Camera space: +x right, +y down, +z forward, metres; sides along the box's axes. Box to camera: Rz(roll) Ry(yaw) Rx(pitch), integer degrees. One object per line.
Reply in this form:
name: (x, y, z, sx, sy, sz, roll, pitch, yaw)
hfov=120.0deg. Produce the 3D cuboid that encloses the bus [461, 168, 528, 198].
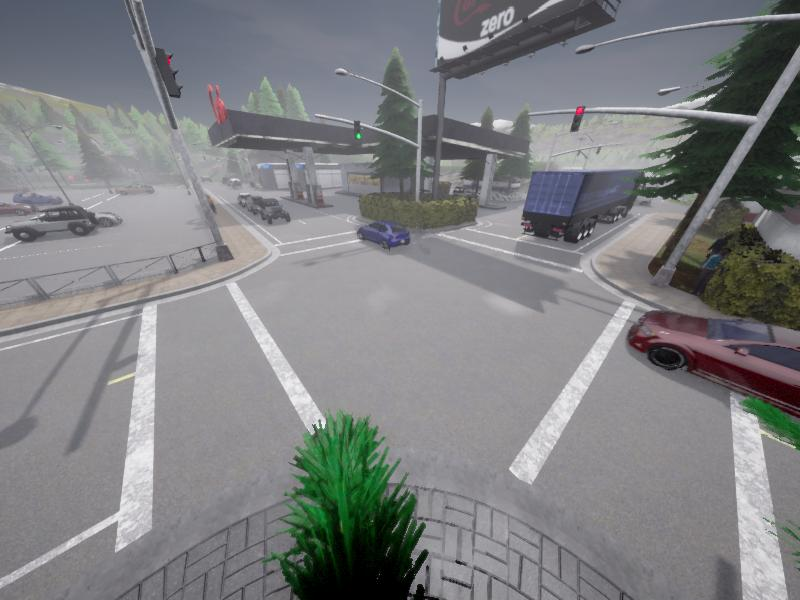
bus: (16.718, -21.582, 42.125, 3.944, 4.253, 10.273, -22, 37, -33)

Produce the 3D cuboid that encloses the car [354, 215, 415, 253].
car: (-1.134, -4.480, 15.182, 1.816, 1.474, 4.193, -22, 36, -34)

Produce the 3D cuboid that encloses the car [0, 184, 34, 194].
car: (-75.561, -21.354, 44.506, 4.792, 1.488, 2.163, -23, 37, -34)

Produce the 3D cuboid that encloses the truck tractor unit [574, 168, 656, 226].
truck tractor unit: (19.680, -9.716, 21.227, 6.516, 4.208, 3.053, -23, 37, -33)

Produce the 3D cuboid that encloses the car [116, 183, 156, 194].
car: (-49.532, -20.953, 43.472, 4.514, 1.523, 2.007, -23, 37, -34)

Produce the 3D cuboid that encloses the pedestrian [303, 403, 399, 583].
pedestrian: (-0.493, 2.192, 2.604, 0.751, 1.860, 0.751, -11, 32, -18)

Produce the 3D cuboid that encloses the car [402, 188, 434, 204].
car: (2.620, -15.713, 34.677, 2.242, 1.667, 4.611, -23, 37, -34)

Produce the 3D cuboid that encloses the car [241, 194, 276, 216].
car: (-15.972, -10.737, 25.967, 2.033, 1.649, 4.856, -22, 37, -33)

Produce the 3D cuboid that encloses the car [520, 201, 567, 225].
car: (13.323, -8.082, 21.356, 4.674, 1.442, 1.812, -22, 36, -34)

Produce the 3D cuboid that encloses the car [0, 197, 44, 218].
car: (-39.420, -8.945, 22.590, 4.514, 1.523, 2.007, -23, 37, -34)

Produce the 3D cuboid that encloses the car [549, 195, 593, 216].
car: (18.518, -10.346, 25.020, 4.902, 1.511, 2.128, -23, 37, -33)

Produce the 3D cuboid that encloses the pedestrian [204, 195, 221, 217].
pedestrian: (-18.672, -9.378, 23.026, 0.751, 1.860, 0.751, -23, 37, -34)

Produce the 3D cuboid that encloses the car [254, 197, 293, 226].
car: (-11.869, -8.361, 21.588, 1.905, 1.878, 3.866, -22, 37, -33)

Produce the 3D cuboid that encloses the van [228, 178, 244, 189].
van: (-38.998, -27.646, 54.839, 2.069, 2.038, 4.480, -22, 37, -33)

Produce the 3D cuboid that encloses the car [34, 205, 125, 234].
car: (-25.501, -6.610, 18.671, 3.806, 1.475, 1.970, -23, 37, -34)

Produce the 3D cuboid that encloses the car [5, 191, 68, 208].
car: (-45.788, -12.777, 29.270, 3.633, 1.501, 1.845, -23, 37, -34)

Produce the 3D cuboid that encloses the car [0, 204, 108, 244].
car: (-23.841, -5.383, 15.979, 3.866, 1.878, 1.905, -23, 37, -34)

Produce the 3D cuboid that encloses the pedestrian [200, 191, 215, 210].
pedestrian: (-22.316, -11.525, 26.746, 0.751, 1.860, 0.751, -22, 37, -33)

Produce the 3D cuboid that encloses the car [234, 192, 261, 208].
car: (-19.994, -13.111, 30.230, 1.970, 1.475, 3.806, -22, 37, -33)

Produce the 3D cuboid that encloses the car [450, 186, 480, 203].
car: (9.747, -16.005, 34.849, 1.905, 1.878, 3.866, -23, 37, -34)

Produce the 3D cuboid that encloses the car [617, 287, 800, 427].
car: (8.251, 1.320, 5.342, 1.994, 1.385, 4.181, -22, 37, -33)

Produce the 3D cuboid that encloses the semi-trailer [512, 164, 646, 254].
semi-trailer: (13.587, -7.279, 16.804, 14.254, 4.402, 2.717, -22, 37, -34)

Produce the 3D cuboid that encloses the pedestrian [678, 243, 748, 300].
pedestrian: (11.558, -1.045, 8.594, 0.751, 1.860, 0.751, -15, 33, -25)

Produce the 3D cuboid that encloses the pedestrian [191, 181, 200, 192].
pedestrian: (-39.472, -21.850, 44.628, 0.751, 1.860, 0.751, -23, 37, -34)

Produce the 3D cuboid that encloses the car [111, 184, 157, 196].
car: (-47.482, -19.774, 41.410, 5.027, 1.636, 2.152, -23, 37, -34)

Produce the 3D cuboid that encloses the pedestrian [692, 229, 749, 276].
pedestrian: (14.380, -2.154, 10.421, 0.751, 1.860, 0.751, -19, 35, -29)
